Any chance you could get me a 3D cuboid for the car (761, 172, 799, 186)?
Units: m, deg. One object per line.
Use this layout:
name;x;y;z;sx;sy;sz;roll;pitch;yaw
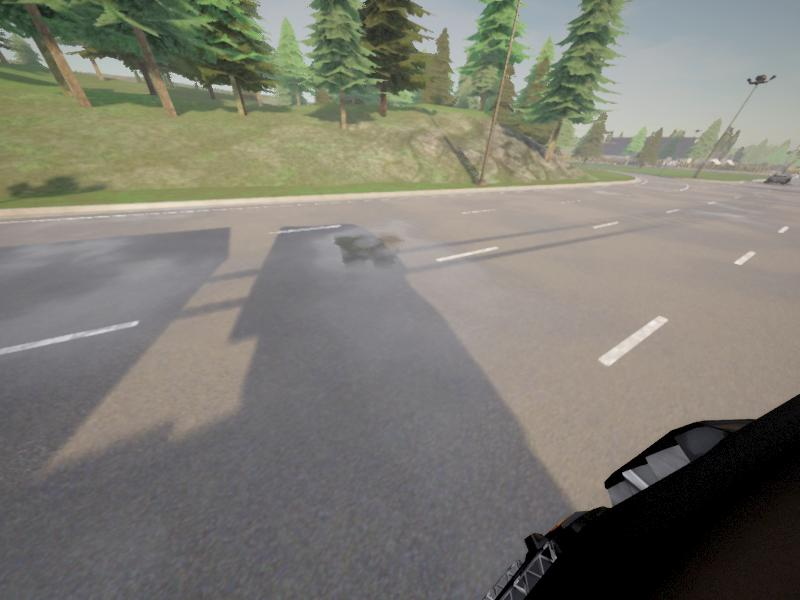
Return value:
car;57.615;-18.418;35.029;4.902;1.511;2.128;-16;38;-26
